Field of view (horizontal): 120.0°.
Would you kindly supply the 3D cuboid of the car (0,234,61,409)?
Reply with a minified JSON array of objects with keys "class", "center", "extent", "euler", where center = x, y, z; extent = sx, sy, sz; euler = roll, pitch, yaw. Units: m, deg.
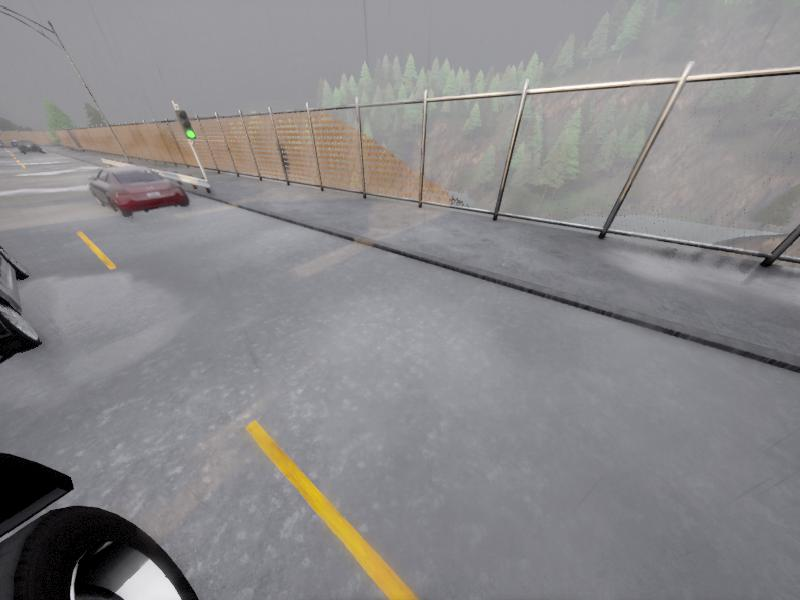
[{"class":"car","center":[-6.539,-0.172,2.718],"extent":[5.238,1.638,1.930],"euler":[22,41,28]}]

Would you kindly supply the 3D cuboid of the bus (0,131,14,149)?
[{"class":"bus","center":[-89.465,-34.864,49.137],"extent":[10.273,4.253,3.944],"euler":[14,37,18]}]

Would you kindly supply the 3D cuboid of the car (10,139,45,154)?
[{"class":"car","center":[-57.977,-23.940,35.976],"extent":[4.553,1.767,2.097],"euler":[22,41,28]}]

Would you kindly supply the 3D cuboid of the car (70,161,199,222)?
[{"class":"car","center":[-9.964,-4.241,8.689],"extent":[4.181,1.385,1.994],"euler":[21,40,27]}]
